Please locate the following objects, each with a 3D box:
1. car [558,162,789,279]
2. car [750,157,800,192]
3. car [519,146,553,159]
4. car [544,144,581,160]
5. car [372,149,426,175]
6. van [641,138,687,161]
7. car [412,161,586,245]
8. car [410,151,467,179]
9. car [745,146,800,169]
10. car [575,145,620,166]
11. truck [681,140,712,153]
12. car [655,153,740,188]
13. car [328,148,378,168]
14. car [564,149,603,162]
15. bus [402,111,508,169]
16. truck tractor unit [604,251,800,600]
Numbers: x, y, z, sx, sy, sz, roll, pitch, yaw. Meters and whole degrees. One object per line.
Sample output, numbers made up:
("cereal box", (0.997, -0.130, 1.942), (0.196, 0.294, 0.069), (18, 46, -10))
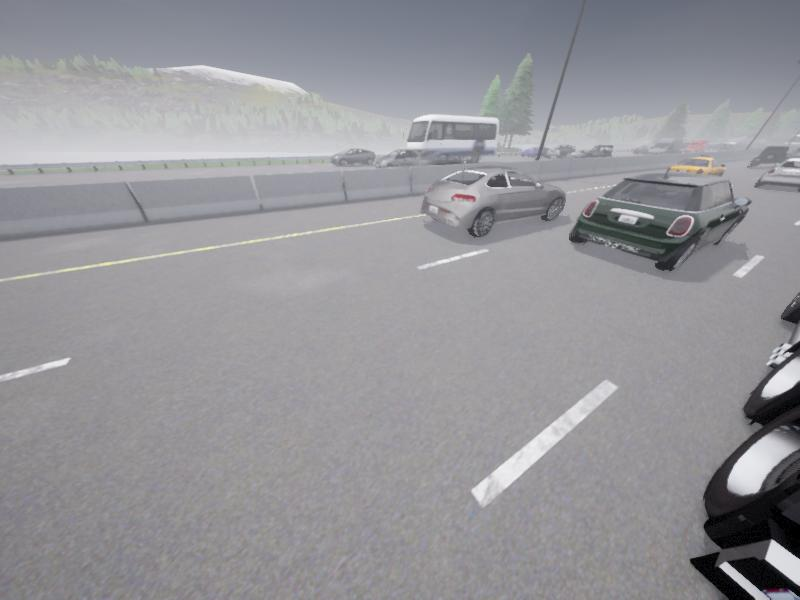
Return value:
("car", (6.683, -2.286, 5.776), (4.553, 1.767, 2.097), (-18, 39, -24))
("car", (23.524, -7.539, 13.748), (3.806, 1.475, 1.970), (-18, 39, -24))
("car", (20.921, -22.807, 35.632), (4.514, 1.525, 2.007), (-18, 39, -24))
("car", (23.407, -21.447, 33.393), (4.605, 1.855, 1.932), (-17, 39, -24))
("car", (-0.076, -11.536, 19.182), (3.988, 1.617, 1.851), (-18, 39, -24))
("van", (38.529, -21.962, 33.680), (5.915, 2.561, 1.988), (-18, 39, -24))
("car", (3.108, -3.370, 7.455), (5.027, 1.651, 2.152), (-18, 39, -24))
("car", (2.829, -10.142, 17.251), (3.705, 1.549, 1.789), (-18, 39, -24))
("car", (38.814, -14.893, 24.086), (3.866, 1.878, 1.905), (-18, 39, -24))
("car", (22.491, -16.567, 26.355), (3.866, 1.878, 1.905), (-18, 39, -24))
("truck", (71.549, -37.081, 55.749), (5.204, 2.467, 2.627), (-18, 39, -24))
("car", (19.482, -8.585, 15.128), (5.366, 1.575, 1.801), (-18, 39, -24))
("car", (-4.746, -14.602, 23.622), (4.514, 1.525, 2.007), (-18, 39, -24))
("car", (24.353, -19.215, 30.700), (4.718, 1.301, 1.895), (-18, 39, -24))
("bus", (5.627, -16.658, 24.277), (10.273, 4.253, 3.944), (-18, 39, -24))
("truck tractor unit", (5.087, -0.325, 0.810), (6.516, 4.208, 3.053), (-19, 39, -25))
